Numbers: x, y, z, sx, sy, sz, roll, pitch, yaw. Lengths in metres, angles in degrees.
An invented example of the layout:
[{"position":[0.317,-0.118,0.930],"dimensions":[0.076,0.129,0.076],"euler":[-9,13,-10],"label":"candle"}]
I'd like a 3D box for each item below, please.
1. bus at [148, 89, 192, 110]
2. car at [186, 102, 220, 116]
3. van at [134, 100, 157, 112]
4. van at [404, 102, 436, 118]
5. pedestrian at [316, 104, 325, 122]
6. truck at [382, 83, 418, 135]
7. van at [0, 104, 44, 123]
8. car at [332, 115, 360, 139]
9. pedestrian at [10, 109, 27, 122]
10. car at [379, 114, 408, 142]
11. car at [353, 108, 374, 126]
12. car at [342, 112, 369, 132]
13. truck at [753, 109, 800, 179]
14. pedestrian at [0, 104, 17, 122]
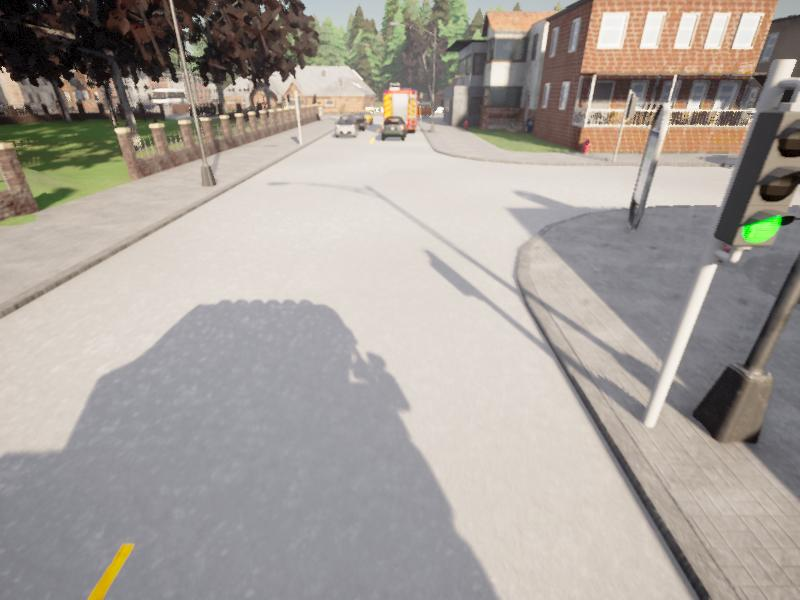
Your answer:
[{"position":[-53.232,-46.759,93.153],"dimensions":[3.944,4.253,10.273],"euler":[0,27,0],"label":"bus"},{"position":[-29.668,-28.808,60.404],"dimensions":[3.866,1.878,1.905],"euler":[0,27,0],"label":"car"},{"position":[-53.372,-40.718,83.897],"dimensions":[1.775,1.987,4.442],"euler":[0,27,0],"label":"van"},{"position":[2.817,-27.103,57.112],"dimensions":[4.442,1.987,1.775],"euler":[0,27,0],"label":"van"},{"position":[-9.394,-22.079,47.175],"dimensions":[0.751,1.860,0.751],"euler":[0,27,0],"label":"pedestrian"},{"position":[0.010,-17.479,36.394],"dimensions":[2.891,3.827,8.468],"euler":[0,27,0],"label":"truck"},{"position":[-49.337,-24.221,51.805],"dimensions":[2.069,2.038,4.480],"euler":[1,27,2],"label":"van"},{"position":[-4.192,-13.756,31.657],"dimensions":[1.845,1.501,3.633],"euler":[-1,27,-2],"label":"car"},{"position":[-44.580,-21.596,46.759],"dimensions":[0.751,1.300,0.751],"euler":[-1,27,-2],"label":"pedestrian"},{"position":[-0.399,-12.880,29.881],"dimensions":[1.851,1.617,3.988],"euler":[2,27,3],"label":"car"},{"position":[-3.960,-20.216,44.153],"dimensions":[1.801,1.575,5.366],"euler":[0,27,0],"label":"car"},{"position":[-4.083,-16.766,37.655],"dimensions":[2.033,1.411,5.357],"euler":[0,27,-1],"label":"car"},{"position":[18.755,-6.472,16.537],"dimensions":[5.204,2.467,2.627],"euler":[1,27,2],"label":"truck"},{"position":[-44.541,-21.216,45.409],"dimensions":[0.751,1.860,0.751],"euler":[0,27,0],"label":"pedestrian"}]
